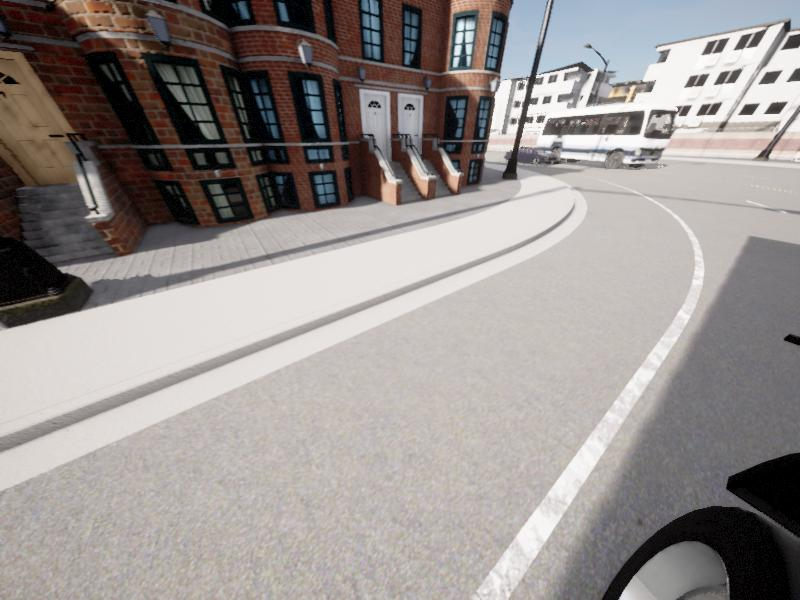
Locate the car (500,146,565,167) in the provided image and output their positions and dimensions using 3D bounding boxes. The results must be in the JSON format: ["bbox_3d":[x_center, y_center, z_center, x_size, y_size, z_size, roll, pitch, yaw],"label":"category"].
[{"bbox_3d":[12.774,-14.197,22.715,2.033,1.411,5.357,-14,37,-19],"label":"car"}]

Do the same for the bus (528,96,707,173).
[{"bbox_3d":[17.301,-14.294,20.341,3.944,4.253,10.273,-10,36,-15],"label":"bus"}]
